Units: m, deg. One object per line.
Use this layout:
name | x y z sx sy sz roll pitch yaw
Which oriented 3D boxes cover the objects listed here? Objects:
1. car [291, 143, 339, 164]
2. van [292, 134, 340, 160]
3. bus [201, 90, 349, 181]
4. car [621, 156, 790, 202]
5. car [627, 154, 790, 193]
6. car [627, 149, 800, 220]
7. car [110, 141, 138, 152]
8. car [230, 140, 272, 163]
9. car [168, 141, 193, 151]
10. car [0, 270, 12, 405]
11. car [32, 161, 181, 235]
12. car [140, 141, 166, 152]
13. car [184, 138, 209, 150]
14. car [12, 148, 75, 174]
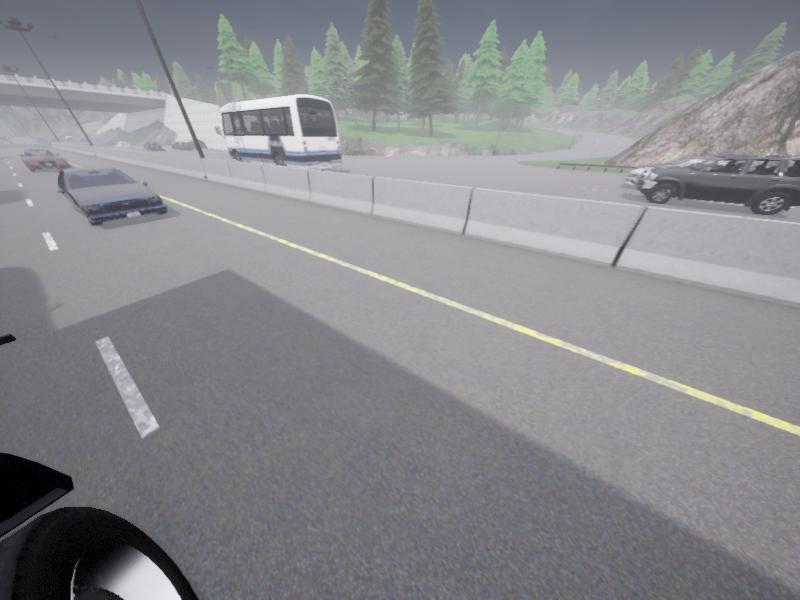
car | -9.076 -15.731 24.707 4.611 1.667 2.242 22 41 28
van | -10.475 -19.118 28.750 5.915 2.561 1.988 22 41 28
bus | -9.104 -11.793 16.884 10.273 4.253 3.944 22 41 28
car | 14.363 -6.116 11.435 4.674 1.442 1.812 22 41 28
car | 17.075 -7.459 13.403 5.357 1.411 2.033 22 41 28
car | 12.370 -4.647 8.959 4.605 1.855 1.932 22 41 28
car | -47.193 -26.198 39.477 4.674 1.442 1.812 22 41 28
car | -16.322 -16.305 25.278 3.866 1.878 1.905 22 41 28
car | -40.389 -28.367 42.576 4.193 1.474 1.816 22 41 28
car | -6.618 0.053 2.386 4.856 1.649 2.033 22 40 28
car | -10.182 -3.764 7.965 5.357 1.411 2.033 22 41 28
car | -44.095 -27.412 41.195 4.193 1.474 1.816 22 41 28
car | -40.595 -31.076 46.070 4.605 1.855 1.932 23 41 28
car | -27.350 -10.728 17.741 4.181 1.385 1.994 22 41 28
